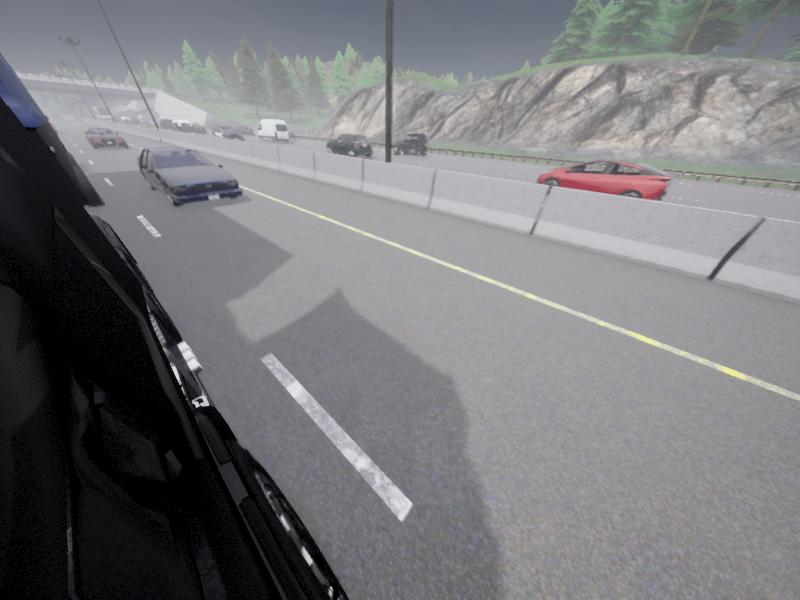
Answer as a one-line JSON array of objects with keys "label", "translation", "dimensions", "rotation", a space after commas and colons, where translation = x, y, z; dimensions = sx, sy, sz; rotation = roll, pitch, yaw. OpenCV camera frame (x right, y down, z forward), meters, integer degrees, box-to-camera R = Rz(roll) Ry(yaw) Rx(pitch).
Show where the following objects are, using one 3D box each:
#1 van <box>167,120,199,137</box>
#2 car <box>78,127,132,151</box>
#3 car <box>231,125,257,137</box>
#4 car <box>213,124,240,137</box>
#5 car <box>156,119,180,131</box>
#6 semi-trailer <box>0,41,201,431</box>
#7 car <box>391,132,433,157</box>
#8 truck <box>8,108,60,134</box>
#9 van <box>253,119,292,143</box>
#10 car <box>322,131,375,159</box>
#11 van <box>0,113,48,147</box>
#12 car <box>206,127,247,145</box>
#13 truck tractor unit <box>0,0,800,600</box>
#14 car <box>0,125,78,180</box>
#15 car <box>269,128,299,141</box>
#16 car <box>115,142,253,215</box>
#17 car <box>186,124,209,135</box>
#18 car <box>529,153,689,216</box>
[{"label": "van", "translation": [-33.844, -26.777, 36.036], "dimensions": [4.480, 2.038, 2.069], "rotation": [28, 43, 30]}, {"label": "car", "translation": [-24.064, -13.172, 18.828], "dimensions": [4.181, 1.385, 1.994], "rotation": [28, 43, 30]}, {"label": "car", "translation": [-30.299, -32.902, 44.844], "dimensions": [4.611, 1.667, 2.242], "rotation": [28, 43, 30]}, {"label": "car", "translation": [-31.477, -30.810, 41.943], "dimensions": [4.611, 1.667, 2.242], "rotation": [28, 43, 30]}, {"label": "car", "translation": [-51.552, -38.870, 51.267], "dimensions": [5.566, 2.045, 2.150], "rotation": [28, 43, 30]}, {"label": "semi-trailer", "translation": [-8.700, -3.582, 4.258], "dimensions": [14.254, 4.402, 2.717], "rotation": [28, 43, 30]}, {"label": "car", "translation": [1.167, -16.345, 24.242], "dimensions": [3.866, 1.878, 1.905], "rotation": [28, 43, 30]}, {"label": "truck", "translation": [-47.266, -23.187, 29.989], "dimensions": [5.204, 2.467, 2.627], "rotation": [28, 43, 30]}, {"label": "van", "translation": [-18.345, -24.221, 33.127], "dimensions": [5.915, 2.561, 1.988], "rotation": [28, 43, 30]}, {"label": "car", "translation": [-4.611, -13.924, 20.697], "dimensions": [4.553, 1.767, 2.097], "rotation": [28, 43, 30]}, {"label": "van", "translation": [-31.206, -13.525, 18.296], "dimensions": [2.069, 2.038, 4.480], "rotation": [-22, 43, -30]}, {"label": "car", "translation": [-20.835, -19.689, 27.690], "dimensions": [4.974, 1.542, 2.038], "rotation": [27, 43, 30]}, {"label": "truck tractor unit", "translation": [-2.645, -0.295, 0.351], "dimensions": [6.516, 4.208, 3.053], "rotation": [28, 44, 30]}, {"label": "car", "translation": [-16.929, -6.794, 10.437], "dimensions": [4.856, 1.649, 2.033], "rotation": [28, 43, 30]}, {"label": "car", "translation": [-18.812, -26.758, 37.392], "dimensions": [4.902, 1.511, 2.128], "rotation": [28, 43, 30]}, {"label": "car", "translation": [-7.660, -4.500, 8.111], "dimensions": [5.357, 1.411, 2.033], "rotation": [28, 43, 30]}, {"label": "car", "translation": [-36.343, -30.617, 41.480], "dimensions": [3.705, 1.549, 1.789], "rotation": [28, 43, 30]}, {"label": "car", "translation": [8.420, -5.081, 9.787], "dimensions": [2.007, 1.525, 4.514], "rotation": [-25, 45, -33]}]
